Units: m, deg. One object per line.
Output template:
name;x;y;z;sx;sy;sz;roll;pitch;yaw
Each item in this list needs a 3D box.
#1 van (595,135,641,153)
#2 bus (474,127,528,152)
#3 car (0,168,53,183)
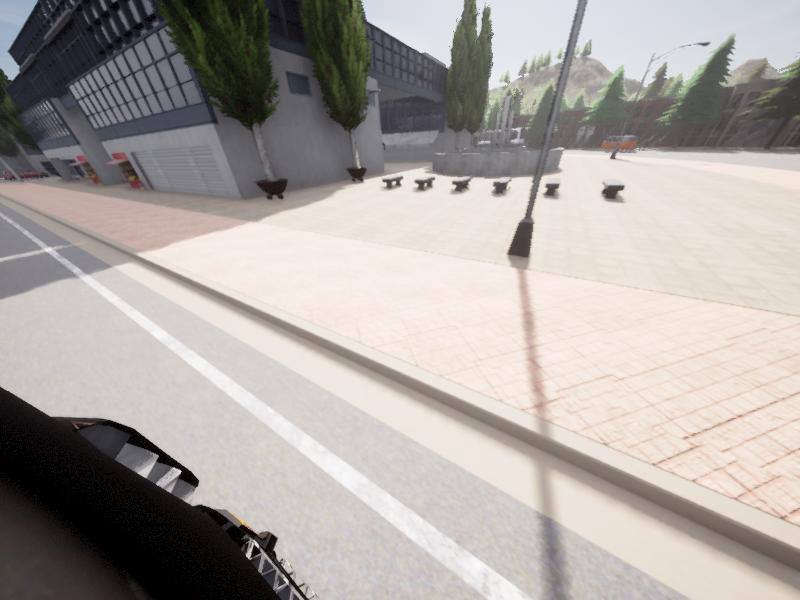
van;32.356;-23.245;34.470;1.775;1.987;4.442;-9;34;-10
bus;23.034;-36.984;53.597;10.273;4.253;3.944;27;44;37
car;-53.914;-18.045;33.334;1.789;1.549;3.705;16;38;26
